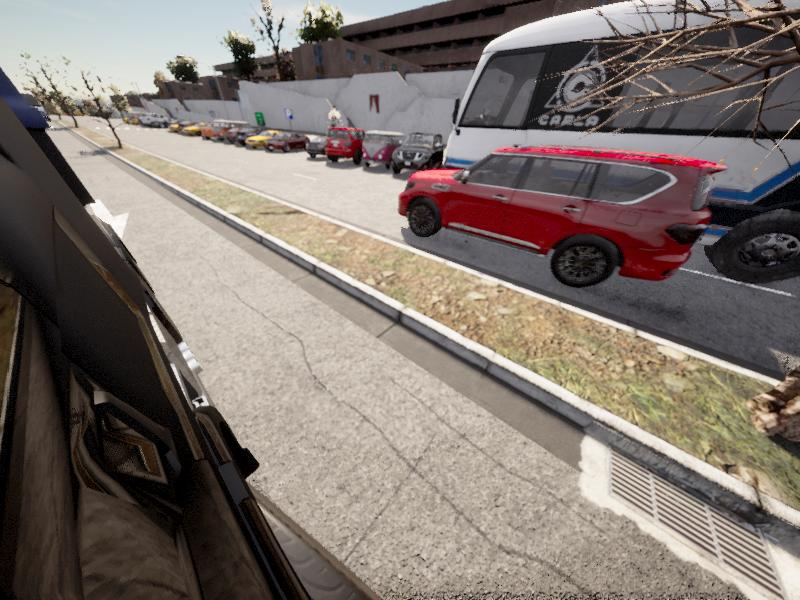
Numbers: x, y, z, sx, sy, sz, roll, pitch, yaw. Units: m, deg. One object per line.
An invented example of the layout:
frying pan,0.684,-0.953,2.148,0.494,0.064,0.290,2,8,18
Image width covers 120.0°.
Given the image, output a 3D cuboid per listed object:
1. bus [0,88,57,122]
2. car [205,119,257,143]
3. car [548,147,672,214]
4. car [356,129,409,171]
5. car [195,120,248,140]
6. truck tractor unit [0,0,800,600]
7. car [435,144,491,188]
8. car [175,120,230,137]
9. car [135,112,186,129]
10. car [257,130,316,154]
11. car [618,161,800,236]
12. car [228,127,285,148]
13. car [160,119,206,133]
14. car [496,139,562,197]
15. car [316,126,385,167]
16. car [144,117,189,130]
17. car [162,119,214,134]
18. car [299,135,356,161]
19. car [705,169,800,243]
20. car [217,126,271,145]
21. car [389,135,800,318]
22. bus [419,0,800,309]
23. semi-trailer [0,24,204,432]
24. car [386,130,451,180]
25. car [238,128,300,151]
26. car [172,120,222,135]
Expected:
bus,-68.079,-35.638,42.322,10.273,4.253,3.944,28,43,29
car,-19.564,-19.759,27.043,1.878,1.987,4.442,14,38,13
car,8.255,-5.299,9.830,2.185,1.767,4.553,13,37,14
car,-1.029,-10.107,15.506,1.878,1.987,4.442,14,37,13
car,-21.870,-20.954,28.603,2.185,1.767,4.553,14,38,13
truck tractor unit,-2.645,-0.295,0.351,6.516,4.208,3.053,28,44,30
car,3.624,-7.598,12.825,2.231,1.521,4.892,13,37,14
car,-26.554,-23.225,31.407,1.946,1.575,5.366,14,38,13
car,-42.680,-32.114,41.419,2.435,2.045,5.566,14,37,13
car,-10.288,-14.749,21.516,2.163,1.488,4.792,14,37,13
car,10.572,-3.987,8.498,2.002,1.452,4.674,13,37,14
car,-14.910,-17.202,24.444,2.163,1.488,4.792,14,37,13
car,-33.446,-26.975,35.849,2.002,1.452,4.674,14,38,13
car,5.989,-6.654,11.336,1.878,1.987,4.442,13,37,14
car,-3.307,-11.404,17.057,2.435,2.045,5.566,13,37,14
car,-40.375,-30.677,40.118,2.231,1.521,4.892,14,38,13
car,-31.184,-25.683,34.256,1.946,1.575,5.366,14,38,13
car,-5.647,-12.351,18.652,2.002,1.452,4.674,13,37,14
car,12.904,-2.778,7.010,2.163,1.488,4.792,14,37,13
car,-17.238,-18.393,25.858,2.002,1.452,4.674,14,38,14
car,2.577,-2.143,5.003,5.566,2.045,2.150,27,43,29
bus,5.942,-3.534,5.242,10.273,4.253,3.944,27,43,29
semi-trailer,-8.857,-3.490,4.069,14.254,4.402,2.717,26,43,28
car,1.318,-8.982,14.109,2.435,2.045,5.566,14,37,13
car,-12.650,-15.898,22.816,1.946,1.575,5.366,14,37,13
car,-28.806,-24.547,33.018,2.163,1.488,4.792,14,38,13
